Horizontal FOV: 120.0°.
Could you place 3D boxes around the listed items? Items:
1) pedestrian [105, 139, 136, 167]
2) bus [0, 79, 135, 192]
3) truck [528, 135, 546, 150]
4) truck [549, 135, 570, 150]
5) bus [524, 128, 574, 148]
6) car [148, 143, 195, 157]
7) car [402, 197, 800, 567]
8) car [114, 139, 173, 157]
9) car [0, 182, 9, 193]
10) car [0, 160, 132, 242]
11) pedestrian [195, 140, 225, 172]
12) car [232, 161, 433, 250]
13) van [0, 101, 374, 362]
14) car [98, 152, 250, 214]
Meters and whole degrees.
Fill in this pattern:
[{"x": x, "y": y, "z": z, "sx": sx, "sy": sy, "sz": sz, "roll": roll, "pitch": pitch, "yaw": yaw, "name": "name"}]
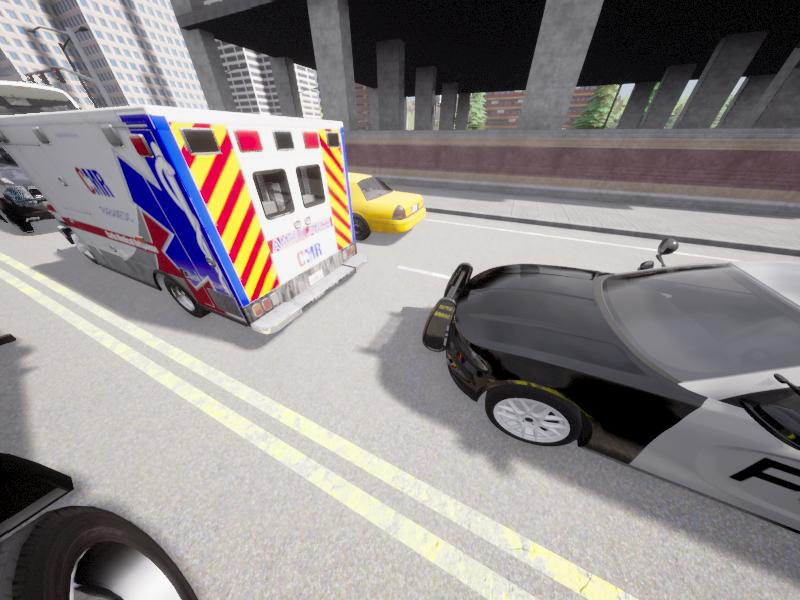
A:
[{"x": -22.533, "y": -11.872, "z": 18.669, "sx": 0.751, "sy": 1.860, "sz": 0.751, "roll": -22, "pitch": 41, "yaw": -28, "name": "pedestrian"}, {"x": -21.820, "y": -9.442, "z": 13.464, "sx": 10.273, "sy": 4.253, "sz": 3.944, "roll": 17, "pitch": 39, "yaw": 22, "name": "bus"}, {"x": 29.464, "y": -34.050, "z": 49.945, "sx": 2.615, "sy": 2.467, "sz": 5.204, "roll": 15, "pitch": 38, "yaw": 20, "name": "truck"}, {"x": 33.374, "y": -32.991, "z": 48.470, "sx": 2.615, "sy": 2.467, "sz": 5.204, "roll": 15, "pitch": 38, "yaw": 20, "name": "truck"}, {"x": 40.013, "y": -43.817, "z": 62.583, "sx": 10.273, "sy": 4.253, "sz": 3.944, "roll": 15, "pitch": 38, "yaw": 20, "name": "bus"}, {"x": -30.632, "y": -20.204, "z": 31.066, "sx": 1.970, "sy": 1.475, "sz": 3.806, "roll": 15, "pitch": 38, "yaw": 20, "name": "car"}, {"x": 2.808, "y": 0.498, "z": 1.797, "sx": 5.238, "sy": 1.638, "sz": 1.930, "roll": 15, "pitch": 38, "yaw": 20, "name": "car"}, {"x": -34.346, "y": -20.532, "z": 31.159, "sx": 1.932, "sy": 1.855, "sz": 4.605, "roll": 17, "pitch": 38, "yaw": 22, "name": "car"}, {"x": -21.140, "y": -5.879, "z": 10.753, "sx": 3.705, "sy": 1.549, "sz": 1.789, "roll": 14, "pitch": 38, "yaw": 19, "name": "car"}, {"x": -11.471, "y": -3.289, "z": 7.186, "sx": 4.902, "sy": 1.511, "sz": 2.128, "roll": 15, "pitch": 38, "yaw": 20, "name": "car"}, {"x": -13.487, "y": -10.246, "z": 16.423, "sx": 0.751, "sy": 1.860, "sz": 0.751, "roll": 13, "pitch": 37, "yaw": 18, "name": "pedestrian"}, {"x": -1.948, "y": -2.979, "z": 6.746, "sx": 5.366, "sy": 1.575, "sz": 1.801, "roll": 15, "pitch": 38, "yaw": 20, "name": "car"}, {"x": -3.900, "y": -1.629, "z": 4.086, "sx": 6.366, "sy": 2.431, "sz": 2.351, "roll": 15, "pitch": 38, "yaw": 20, "name": "van"}, {"x": -8.986, "y": -4.908, "z": 9.359, "sx": 4.611, "sy": 1.667, "sz": 2.242, "roll": 15, "pitch": 38, "yaw": 20, "name": "car"}]
